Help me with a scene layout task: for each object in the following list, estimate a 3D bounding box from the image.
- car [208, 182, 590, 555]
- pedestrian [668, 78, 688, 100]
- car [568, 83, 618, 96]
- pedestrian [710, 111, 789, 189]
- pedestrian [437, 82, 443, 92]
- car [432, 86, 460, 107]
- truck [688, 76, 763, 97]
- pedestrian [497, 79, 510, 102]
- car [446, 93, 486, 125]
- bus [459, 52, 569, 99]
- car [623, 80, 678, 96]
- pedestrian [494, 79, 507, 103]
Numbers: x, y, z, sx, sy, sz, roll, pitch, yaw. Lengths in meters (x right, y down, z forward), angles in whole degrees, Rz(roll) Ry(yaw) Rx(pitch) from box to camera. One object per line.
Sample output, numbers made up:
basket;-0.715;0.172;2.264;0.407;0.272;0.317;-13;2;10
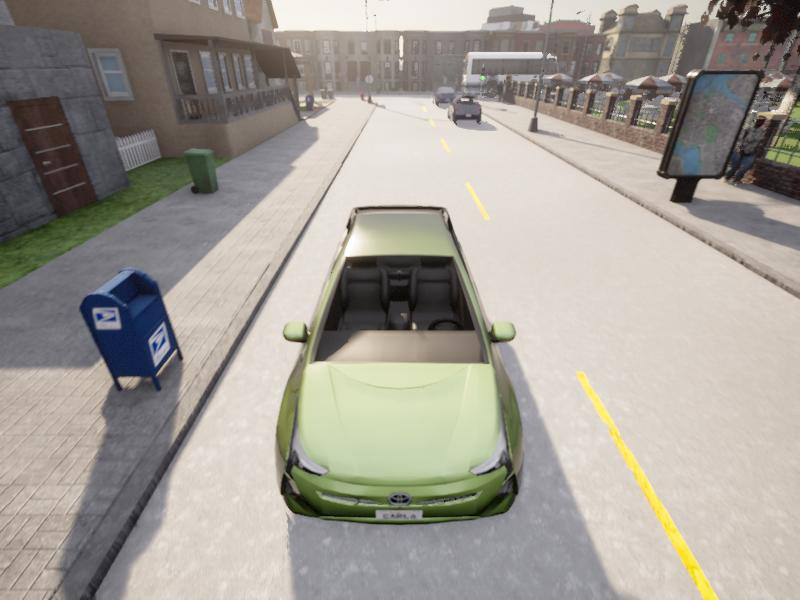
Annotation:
car;-0.006;0.029;4.433;2.007;1.525;4.514;0;30;0
pedestrian;27.321;-20.730;39.331;0.751;1.860;0.751;-4;31;-6
car;22.727;-24.864;47.206;4.718;1.301;1.895;0;30;0
pedestrian;9.354;-4.031;10.790;0.751;1.860;0.751;0;30;0
pedestrian;5.104;-27.221;51.164;0.500;1.100;0.500;16;34;25
car;3.990;-18.054;35.414;1.812;1.442;4.674;0;30;-1
truck;38.172;-25.132;47.109;6.274;2.098;2.390;0;30;0
pedestrian;9.497;-19.304;36.869;0.751;1.860;0.751;-1;30;-2
car;3.995;-11.954;24.907;1.845;1.501;3.633;0;30;0
bus;11.937;-24.193;43.131;10.273;4.253;3.944;0;30;0
car;29.438;-24.981;47.170;5.008;1.535;1.882;0;30;0
pedestrian;8.917;-18.594;35.656;0.751;1.860;0.751;-1;30;-1
